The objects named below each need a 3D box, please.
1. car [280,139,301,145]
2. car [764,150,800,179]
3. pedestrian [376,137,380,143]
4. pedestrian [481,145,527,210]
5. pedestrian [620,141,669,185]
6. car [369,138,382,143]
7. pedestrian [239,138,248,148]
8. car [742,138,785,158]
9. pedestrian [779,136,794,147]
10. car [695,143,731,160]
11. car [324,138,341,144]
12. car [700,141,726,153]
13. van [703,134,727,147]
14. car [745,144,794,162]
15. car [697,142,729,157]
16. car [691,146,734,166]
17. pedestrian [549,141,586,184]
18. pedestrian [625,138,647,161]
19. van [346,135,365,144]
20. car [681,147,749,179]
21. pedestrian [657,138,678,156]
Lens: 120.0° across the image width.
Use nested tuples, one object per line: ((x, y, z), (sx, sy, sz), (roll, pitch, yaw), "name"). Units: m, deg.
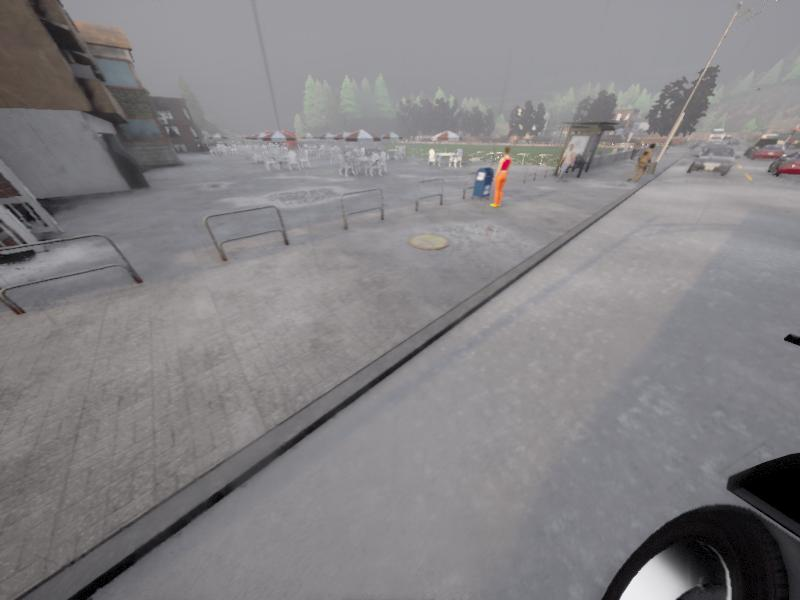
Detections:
((-33.370, -48.226, 70.482), (4.974, 1.542, 2.038), (-28, 44, -33), "car")
((26.480, -8.979, 15.216), (4.181, 1.385, 1.994), (-28, 44, -33), "car")
((-8.009, -58.034, 83.718), (0.751, 1.860, 0.751), (26, 43, 32), "pedestrian")
((3.502, -4.190, 7.929), (0.751, 1.860, 0.751), (-8, 36, -11), "pedestrian")
((12.626, -7.104, 11.991), (0.751, 1.860, 0.751), (-10, 36, -13), "pedestrian")
((-9.278, -60.952, 88.235), (4.856, 1.649, 2.033), (-28, 44, -33), "car")
((-33.572, -33.685, 49.616), (0.751, 1.860, 0.751), (-7, 36, -9), "pedestrian")
((44.986, -18.946, 28.710), (3.866, 1.878, 1.905), (-28, 44, -33), "car")
((79.230, -32.562, 47.342), (0.751, 1.860, 0.751), (-26, 43, -32), "pedestrian")
((35.629, -16.984, 26.331), (4.892, 1.490, 1.837), (-28, 44, -33), "car")
((-22.702, -53.851, 78.349), (4.974, 1.542, 2.038), (-28, 44, -33), "car")
((49.235, -24.145, 36.348), (4.892, 1.490, 1.837), (-27, 44, -33), "car")
((74.244, -37.711, 54.521), (6.366, 2.431, 2.351), (-28, 44, -33), "van")
((39.704, -15.937, 24.949), (4.181, 1.385, 1.994), (-29, 45, -34), "car")
((42.208, -20.423, 31.227), (5.357, 1.411, 2.033), (-28, 44, -33), "car")
((29.871, -13.868, 22.144), (4.718, 1.301, 1.895), (-28, 44, -33), "car")
((8.780, -7.241, 12.199), (0.751, 1.860, 0.751), (-18, 39, -23), "pedestrian")
((23.348, -14.873, 22.875), (0.751, 1.860, 0.751), (-28, 44, -33), "pedestrian")
((-15.943, -57.759, 83.089), (6.366, 2.431, 2.351), (-28, 44, -33), "van")
((21.678, -9.608, 16.000), (4.902, 1.511, 2.128), (-27, 43, -33), "car")
((33.335, -19.099, 28.778), (0.751, 1.860, 0.751), (-17, 39, -22), "pedestrian")
